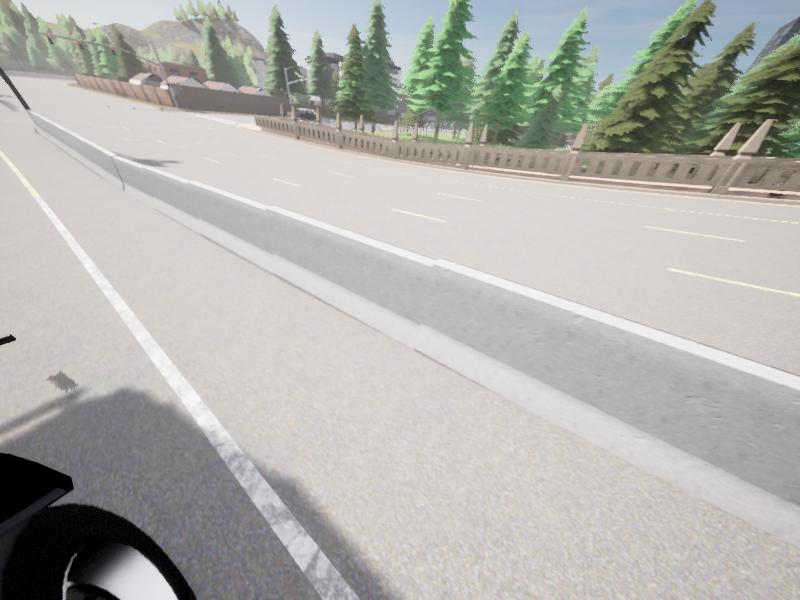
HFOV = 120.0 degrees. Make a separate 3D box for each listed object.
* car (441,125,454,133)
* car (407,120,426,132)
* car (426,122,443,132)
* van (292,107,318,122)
[{"bbox_3d":[15.539,-55.638,75.033,1.932,1.855,4.605,29,43,24],"label":"car"},{"bbox_3d":[4.545,-47.166,62.686,2.150,2.045,5.566,29,43,24],"label":"car"},{"bbox_3d":[10.427,-51.729,69.260,2.150,2.045,5.566,29,43,24],"label":"car"},{"bbox_3d":[-20.014,-39.232,48.933,2.069,2.038,4.480,29,44,24],"label":"van"}]
